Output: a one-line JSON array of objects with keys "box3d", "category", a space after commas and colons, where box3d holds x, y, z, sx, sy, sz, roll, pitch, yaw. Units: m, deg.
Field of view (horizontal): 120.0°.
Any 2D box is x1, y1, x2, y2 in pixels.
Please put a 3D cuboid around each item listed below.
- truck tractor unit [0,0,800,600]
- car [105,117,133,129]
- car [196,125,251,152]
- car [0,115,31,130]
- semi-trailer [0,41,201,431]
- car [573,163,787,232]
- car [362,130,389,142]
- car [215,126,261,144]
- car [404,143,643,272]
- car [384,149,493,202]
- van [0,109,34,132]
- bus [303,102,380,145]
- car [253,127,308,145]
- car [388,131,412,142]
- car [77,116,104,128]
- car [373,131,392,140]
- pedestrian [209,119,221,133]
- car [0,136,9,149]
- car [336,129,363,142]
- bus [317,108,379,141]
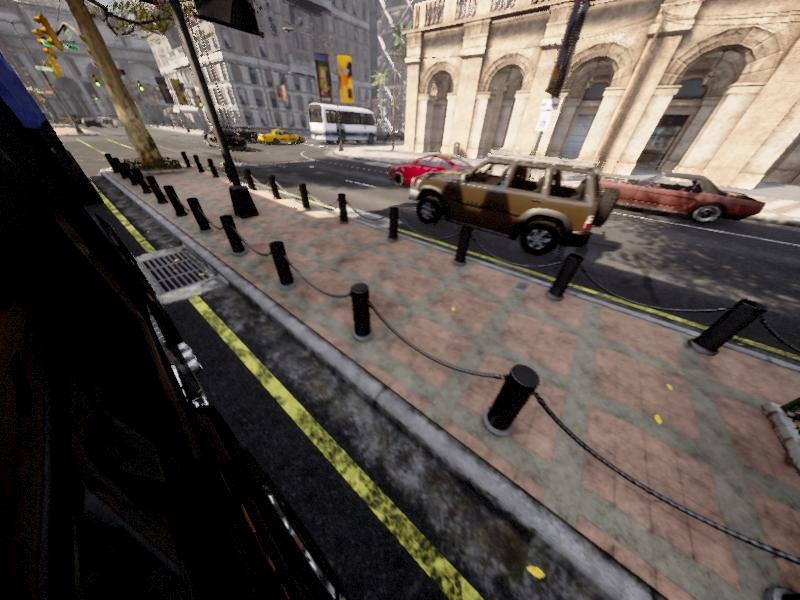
[{"box3d": [-2.645, -0.295, 0.351, 6.516, 4.208, 3.053, 28, 44, 30], "category": "truck tractor unit"}, {"box3d": [-52.695, -33.212, 43.307, 5.027, 1.651, 2.152, 27, 43, 28], "category": "car"}, {"box3d": [-15.909, -14.608, 20.814, 5.238, 1.638, 1.930, 27, 43, 29], "category": "car"}, {"box3d": [-51.114, -23.586, 30.624, 4.674, 1.442, 1.812, 27, 43, 29], "category": "car"}, {"box3d": [-8.689, -3.613, 4.234, 14.254, 4.402, 2.717, 28, 44, 30], "category": "semi-trailer"}, {"box3d": [9.613, -4.025, 8.637, 4.718, 1.301, 1.895, 27, 43, 28], "category": "car"}, {"box3d": [-4.357, -29.754, 41.889, 2.242, 1.667, 4.611, 27, 43, 28], "category": "car"}, {"box3d": [-18.739, -19.194, 26.850, 1.789, 1.549, 3.705, 27, 42, 28], "category": "car"}, {"box3d": [2.562, -2.683, 5.883, 4.605, 1.855, 1.932, 27, 43, 28], "category": "car"}, {"box3d": [1.527, -5.667, 10.236, 4.181, 1.385, 1.994, 27, 43, 29], "category": "car"}, {"box3d": [-46.031, -21.262, 27.353, 4.480, 2.038, 2.069, 27, 43, 28], "category": "van"}, {"box3d": [-7.790, -24.969, 33.077, 3.944, 4.253, 10.273, 27, 43, 28], "category": "bus"}, {"box3d": [-13.982, -19.429, 27.462, 1.801, 1.575, 5.366, 30, 44, 31], "category": "car"}, {"box3d": [0.062, -32.922, 46.465, 1.930, 1.638, 5.238, 27, 43, 29], "category": "car"}, {"box3d": [-55.804, -32.120, 41.632, 4.974, 1.542, 2.038, 27, 43, 29], "category": "car"}, {"box3d": [-3.618, -33.595, 47.210, 1.845, 1.501, 3.633, 27, 43, 29], "category": "car"}, {"box3d": [-31.201, -29.283, 38.977, 0.751, 1.860, 0.751, 23, 41, 25], "category": "pedestrian"}, {"box3d": [-28.128, -10.178, 14.134, 3.633, 1.501, 1.845, -14, 40, -21], "category": "car"}, {"box3d": [-8.215, -26.915, 37.873, 1.851, 1.617, 3.988, 27, 43, 28], "category": "car"}, {"box3d": [-8.779, -30.791, 40.820, 3.944, 4.253, 10.273, 27, 43, 29], "category": "bus"}]
